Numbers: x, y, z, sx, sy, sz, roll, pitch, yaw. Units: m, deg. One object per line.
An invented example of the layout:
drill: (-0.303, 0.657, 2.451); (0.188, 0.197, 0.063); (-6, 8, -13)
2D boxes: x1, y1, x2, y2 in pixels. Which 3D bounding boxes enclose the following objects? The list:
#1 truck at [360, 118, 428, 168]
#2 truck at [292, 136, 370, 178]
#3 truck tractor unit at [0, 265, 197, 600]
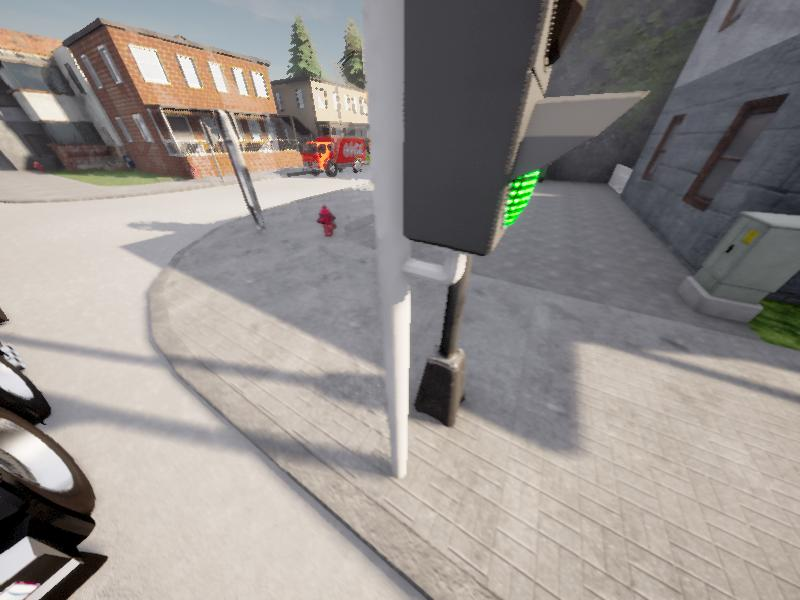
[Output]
truck: (-0.265, -16.879, 24.887); (2.891, 3.827, 8.468); (19, 39, 25)
truck: (-5.099, -11.321, 18.156); (2.627, 2.467, 5.204); (19, 39, 26)
truck tractor unit: (-5.114, -0.298, 0.781); (6.516, 4.208, 3.053); (18, 39, 24)
